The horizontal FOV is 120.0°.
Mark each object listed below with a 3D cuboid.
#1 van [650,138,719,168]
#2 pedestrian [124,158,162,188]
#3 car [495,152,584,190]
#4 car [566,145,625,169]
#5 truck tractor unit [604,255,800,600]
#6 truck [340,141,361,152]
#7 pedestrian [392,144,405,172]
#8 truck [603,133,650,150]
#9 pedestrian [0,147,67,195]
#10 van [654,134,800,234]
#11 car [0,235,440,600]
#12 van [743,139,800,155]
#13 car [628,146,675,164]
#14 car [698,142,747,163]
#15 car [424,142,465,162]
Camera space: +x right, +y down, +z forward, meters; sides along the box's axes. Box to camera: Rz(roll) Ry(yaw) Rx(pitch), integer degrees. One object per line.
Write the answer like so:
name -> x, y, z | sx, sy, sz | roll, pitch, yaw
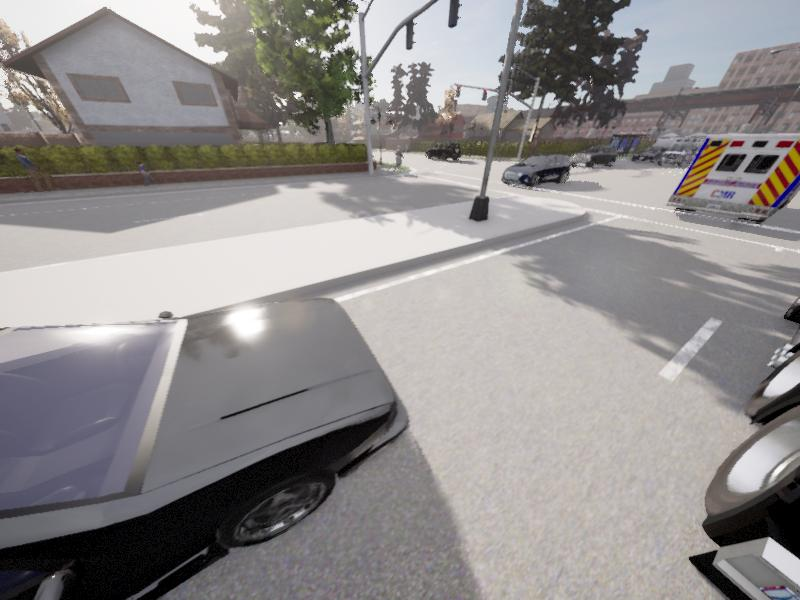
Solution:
van -> 29.876, -15.494, 24.273 | 6.366, 2.431, 2.351 | -18, 39, -25
pedestrian -> -13.867, -6.883, 12.507 | 0.751, 1.300, 0.751 | -18, 39, -24
car -> 8.513, -8.005, 14.161 | 4.856, 1.649, 2.033 | -18, 39, -25
car -> 19.543, -14.363, 23.122 | 4.605, 1.855, 1.932 | -13, 38, -19
truck tractor unit -> 5.088, -0.324, 0.801 | 6.516, 4.208, 3.053 | -19, 39, -25
truck -> -11.717, -36.315, 54.562 | 2.390, 2.098, 6.274 | -19, 39, -25
pedestrian -> -0.084, -11.289, 18.380 | 0.751, 1.860, 0.751 | -16, 38, -22
truck -> 64.732, -45.552, 66.403 | 2.891, 3.827, 8.468 | -18, 39, -24
pedestrian -> -17.075, -6.024, 10.773 | 0.751, 1.860, 0.751 | -17, 38, -23
van -> 12.777, -4.475, 8.371 | 6.366, 2.431, 2.351 | -18, 39, -25
car -> -2.617, 1.104, 1.221 | 5.357, 1.411, 2.033 | -18, 39, -25
van -> 75.154, -30.831, 46.411 | 2.351, 2.431, 6.366 | -18, 39, -24
car -> 30.816, -17.790, 28.291 | 5.027, 1.651, 2.152 | -19, 39, -25
car -> 42.497, -19.571, 30.483 | 5.566, 2.045, 2.150 | -19, 39, -24
car -> 5.719, -19.605, 30.520 | 2.150, 2.045, 5.566 | -18, 39, -24
